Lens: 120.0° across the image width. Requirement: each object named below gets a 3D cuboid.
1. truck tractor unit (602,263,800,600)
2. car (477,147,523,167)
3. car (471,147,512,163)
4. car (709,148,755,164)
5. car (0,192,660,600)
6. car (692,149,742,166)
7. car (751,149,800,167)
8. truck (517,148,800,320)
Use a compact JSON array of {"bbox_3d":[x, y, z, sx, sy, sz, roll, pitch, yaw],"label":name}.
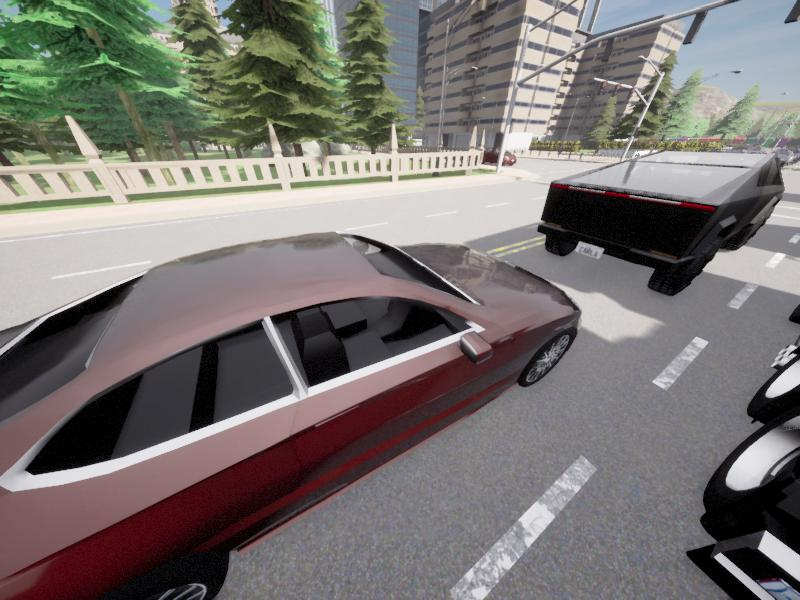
[{"bbox_3d":[5.108,-0.303,0.786,6.516,4.208,3.053,-18,39,-24],"label":"truck tractor unit"},{"bbox_3d":[10.495,-15.295,24.632,1.851,1.617,3.988,-17,38,-23],"label":"car"},{"bbox_3d":[11.421,-18.384,29.217,1.812,1.442,4.674,-18,39,-24],"label":"car"},{"bbox_3d":[41.377,-17.976,28.762,4.974,1.542,2.038,-18,39,-24],"label":"car"},{"bbox_3d":[-0.491,0.276,2.178,5.027,1.651,2.152,-18,39,-24],"label":"car"},{"bbox_3d":[35.945,-16.242,26.238,4.514,1.525,2.007,-17,38,-23],"label":"car"},{"bbox_3d":[42.204,-15.937,25.840,4.974,1.542,2.038,-18,39,-24],"label":"car"},{"bbox_3d":[5.998,-2.038,5.130,6.274,2.098,2.390,-18,39,-24],"label":"truck"}]
